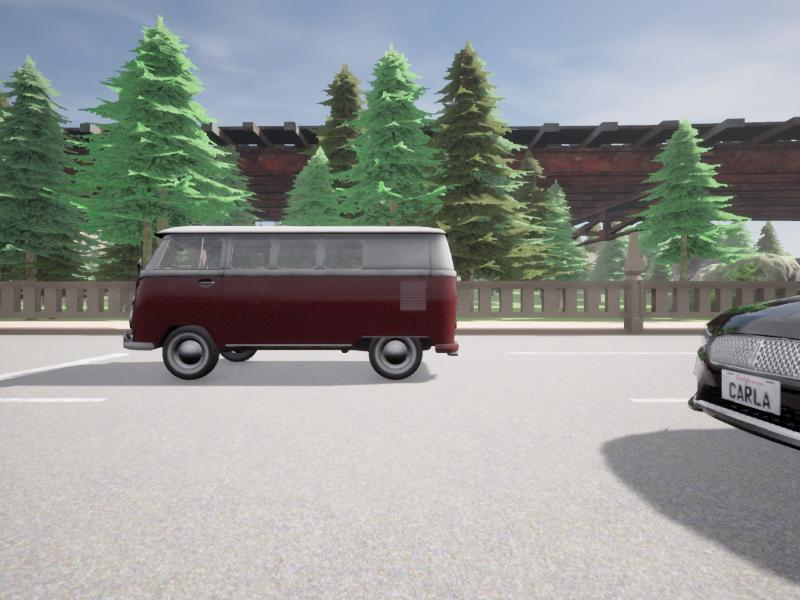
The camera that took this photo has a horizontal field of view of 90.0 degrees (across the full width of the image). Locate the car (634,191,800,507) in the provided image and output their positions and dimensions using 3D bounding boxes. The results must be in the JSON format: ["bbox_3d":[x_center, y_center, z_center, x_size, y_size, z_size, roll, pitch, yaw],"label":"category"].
[{"bbox_3d":[4.363,0.237,2.200,4.902,1.511,2.128,0,0,0],"label":"car"}]

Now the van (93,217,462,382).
[{"bbox_3d":[-1.470,-0.002,5.700,4.442,1.987,1.775,0,0,0],"label":"van"}]
